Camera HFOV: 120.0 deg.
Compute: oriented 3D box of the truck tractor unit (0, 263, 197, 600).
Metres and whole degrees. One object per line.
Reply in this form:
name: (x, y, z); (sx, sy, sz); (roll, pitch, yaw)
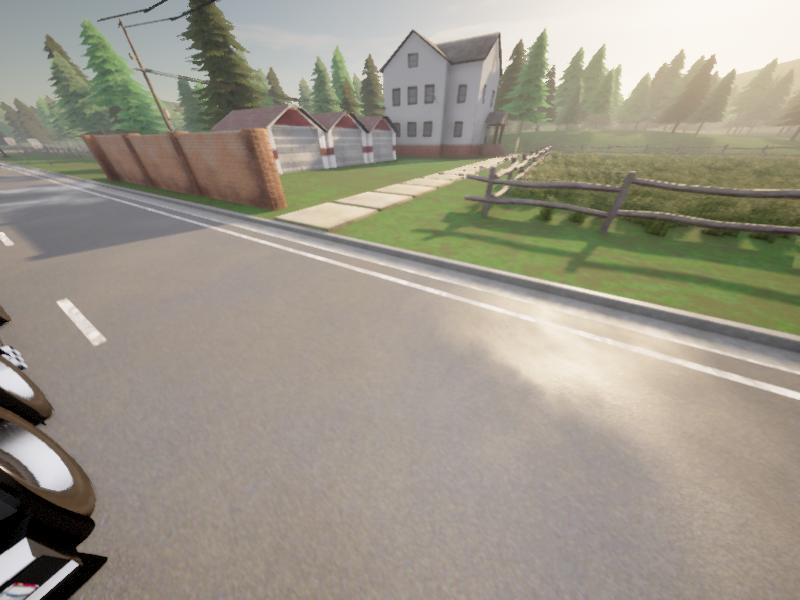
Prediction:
truck tractor unit: (-5.111, -0.300, 0.785); (6.516, 4.208, 3.053); (18, 39, 24)
